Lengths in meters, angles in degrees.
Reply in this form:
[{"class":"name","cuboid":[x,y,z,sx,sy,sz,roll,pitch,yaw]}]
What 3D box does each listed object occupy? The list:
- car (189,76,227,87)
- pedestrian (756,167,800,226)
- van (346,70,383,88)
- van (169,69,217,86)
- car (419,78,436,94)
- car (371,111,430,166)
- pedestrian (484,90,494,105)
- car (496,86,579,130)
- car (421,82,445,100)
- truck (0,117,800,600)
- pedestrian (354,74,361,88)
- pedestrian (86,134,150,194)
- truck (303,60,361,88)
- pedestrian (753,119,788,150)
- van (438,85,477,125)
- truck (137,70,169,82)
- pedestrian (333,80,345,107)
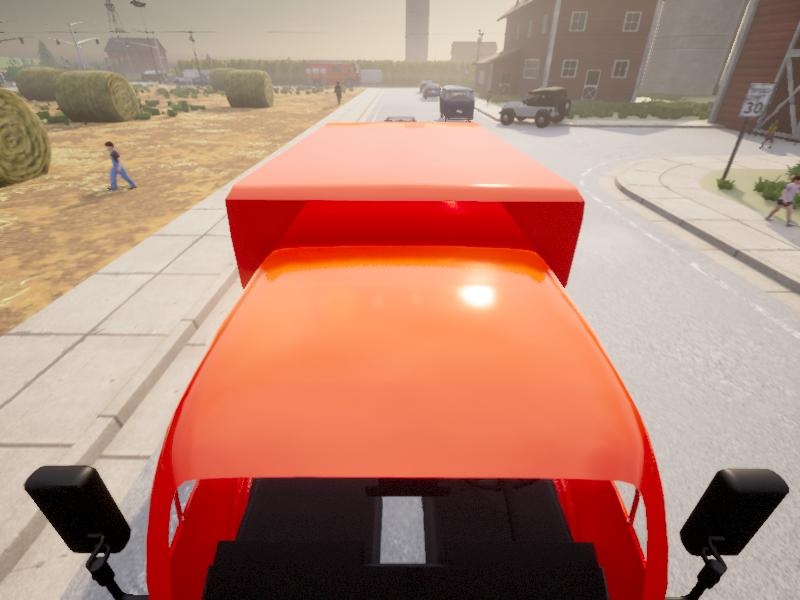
[{"class":"car","cuboid":[-30.994,-35.301,64.698,4.792,1.488,2.163,1,30,1]},{"class":"pedestrian","cuboid":[8.143,-2.159,8.380,0.500,1.100,0.500,-1,30,-2]},{"class":"van","cuboid":[-5.877,-37.170,67.143,5.915,2.561,1.988,1,30,1]},{"class":"van","cuboid":[-34.894,-37.521,67.515,6.366,2.431,2.351,1,30,1]},{"class":"car","cuboid":[3.589,-28.509,53.262,1.930,1.638,5.238,0,30,0]},{"class":"car","cuboid":[0.025,-6.419,15.651,1.994,1.385,4.181,0,31,0]},{"class":"pedestrian","cuboid":[7.830,-17.815,35.186,0.500,1.100,0.500,-14,33,-23]},{"class":"car","cuboid":[7.710,-11.032,22.821,1.905,1.878,3.866,-30,40,-32]},{"class":"car","cuboid":[3.576,-23.130,44.209,2.163,1.488,4.792,0,30,0]},{"class":"truck","cuboid":[0.020,0.038,3.515,2.627,2.467,5.204,0,30,0]},{"class":"pedestrian","cuboid":[-6.373,-32.981,60.288,0.751,1.860,0.751,9,31,14]},{"class":"pedestrian","cuboid":[-7.232,-3.514,10.320,0.751,1.300,0.751,16,34,25]},{"class":"truck","cuboid":[-10.691,-36.018,63.842,8.468,3.827,2.891,1,30,1]},{"class":"pedestrian","cuboid":[15.149,-6.772,16.374,0.500,1.100,0.500,0,30,-1]},{"class":"van","cuboid":[3.548,-12.519,25.534,1.775,1.987,4.442,0,30,0]},{"class":"truck","cuboid":[-50.723,-46.140,82.409,2.390,2.098,6.274,1,30,1]},{"class":"pedestrian","cuboid":[-4.951,-16.780,32.510,0.751,1.860,0.751,3,30,4]}]
